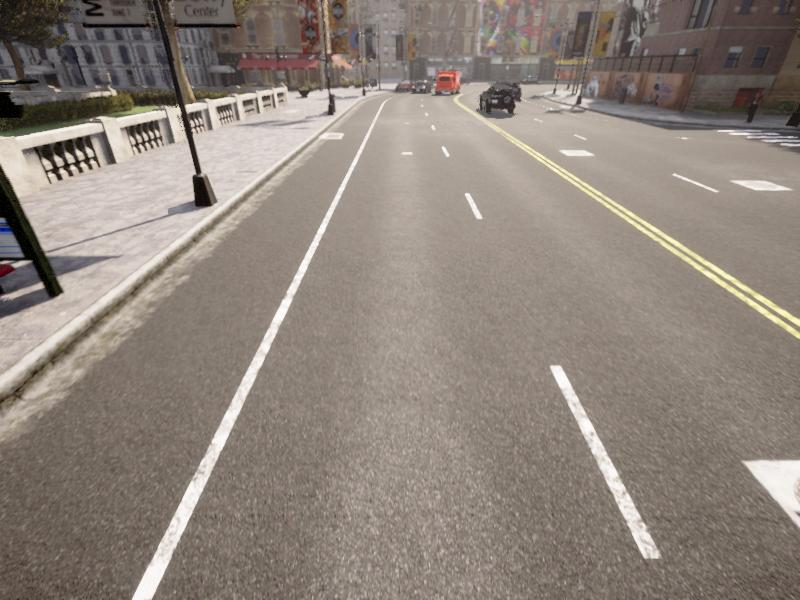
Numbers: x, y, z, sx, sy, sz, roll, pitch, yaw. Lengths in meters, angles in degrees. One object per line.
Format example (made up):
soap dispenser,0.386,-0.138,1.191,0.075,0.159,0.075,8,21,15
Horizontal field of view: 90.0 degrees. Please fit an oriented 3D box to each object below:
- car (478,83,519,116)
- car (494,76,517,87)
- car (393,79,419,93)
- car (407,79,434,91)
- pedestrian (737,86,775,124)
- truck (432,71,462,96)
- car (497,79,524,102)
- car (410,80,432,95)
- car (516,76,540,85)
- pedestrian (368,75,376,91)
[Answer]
car,7.185,-14.937,29.655,1.932,1.855,4.605,0,30,1
car,18.291,-37.737,69.032,2.007,1.525,4.514,20,36,31
car,0.872,-28.706,53.599,2.002,1.452,4.674,10,32,17
car,3.055,-31.318,58.209,1.895,1.301,4.718,16,34,25
pedestrian,20.015,-10.957,22.525,0.751,1.860,0.751,-12,33,-20
truck,5.695,-26.015,47.995,2.627,2.467,5.204,8,31,14
car,11.210,-21.413,40.720,1.932,1.855,4.605,3,30,6
car,2.667,-26.587,50.043,1.970,1.475,3.806,8,31,14
car,23.595,-40.534,73.873,3.806,1.475,1.970,-17,34,-26
pedestrian,-3.674,-28.714,52.862,0.751,1.860,0.751,6,31,10
